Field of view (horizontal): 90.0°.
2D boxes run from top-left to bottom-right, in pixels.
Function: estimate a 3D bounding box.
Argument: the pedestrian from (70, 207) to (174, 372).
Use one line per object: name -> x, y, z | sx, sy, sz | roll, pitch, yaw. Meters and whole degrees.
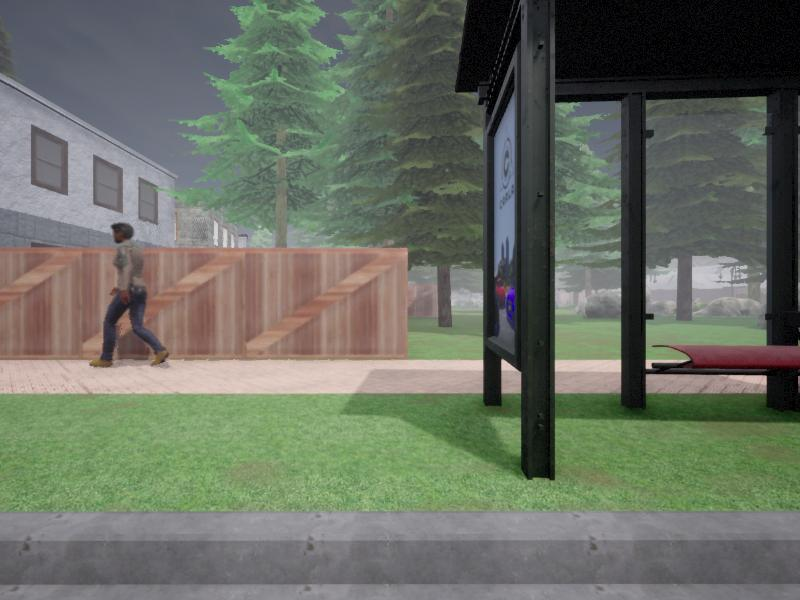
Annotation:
pedestrian -> -3.348, -0.115, 4.887 | 0.751, 1.860, 0.751 | 0, 0, 1
